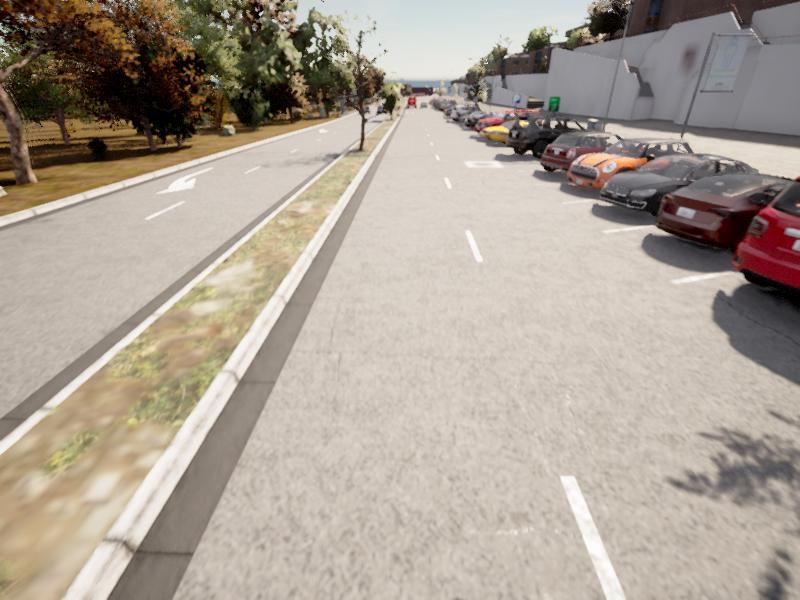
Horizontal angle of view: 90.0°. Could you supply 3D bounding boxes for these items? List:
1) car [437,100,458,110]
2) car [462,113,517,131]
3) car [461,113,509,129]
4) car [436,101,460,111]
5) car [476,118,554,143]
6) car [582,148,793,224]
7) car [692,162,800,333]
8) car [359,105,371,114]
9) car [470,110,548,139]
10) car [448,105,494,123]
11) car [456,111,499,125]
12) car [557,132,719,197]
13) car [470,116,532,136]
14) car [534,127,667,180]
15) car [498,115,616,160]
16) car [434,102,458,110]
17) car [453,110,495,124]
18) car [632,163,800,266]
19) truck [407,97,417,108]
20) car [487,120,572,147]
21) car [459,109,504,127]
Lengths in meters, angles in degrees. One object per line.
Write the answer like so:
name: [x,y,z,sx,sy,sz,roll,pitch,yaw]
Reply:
car: [10.914,-44.748,91.839,4.442,1.987,1.878,-8,29,-17]
car: [9.232,-18.395,41.266,5.008,1.535,2.097,-8,28,-17]
car: [9.324,-19.706,43.963,4.674,1.452,2.002,-8,28,-17]
car: [10.692,-43.259,89.199,4.553,1.767,2.185,-8,29,-17]
car: [8.734,-12.984,30.484,5.366,1.575,1.946,-8,28,-17]
car: [8.341,-3.504,11.817,4.892,1.521,2.231,-8,29,-17]
car: [8.196,-1.003,6.373,5.566,2.045,2.435,-8,28,-17]
car: [-6.554,-35.988,75.553,1.789,1.549,3.705,1,28,1]
car: [8.970,-14.573,33.095,5.566,2.045,2.435,-8,28,-17]
car: [9.680,-25.398,54.552,5.566,2.045,2.435,-8,28,-17]
car: [9.489,-22.406,49.319,4.674,1.452,2.002,-8,29,-17]
car: [8.449,-4.984,14.439,4.553,1.767,2.185,-8,29,-17]
car: [9.048,-15.671,35.904,4.792,1.488,2.163,-8,28,-17]
car: [8.468,-6.341,17.099,4.553,1.767,2.185,-8,28,-17]
car: [8.690,-9.180,22.413,5.566,2.045,2.435,-8,28,-17]
car: [10.878,-45.910,94.552,4.892,1.521,2.231,-8,29,-17]
car: [9.595,-23.787,52.008,4.792,1.488,2.163,-8,28,-17]
car: [8.277,-2.121,9.173,4.792,1.488,2.163,-8,28,-17]
truck: [3.059,-50.532,102.402,2.627,2.467,5.204,1,28,1]
car: [9.002,-11.685,27.920,5.366,1.575,1.946,-8,28,-17]
car: [9.436,-21.208,46.575,4.553,1.767,2.185,-8,28,-17]
